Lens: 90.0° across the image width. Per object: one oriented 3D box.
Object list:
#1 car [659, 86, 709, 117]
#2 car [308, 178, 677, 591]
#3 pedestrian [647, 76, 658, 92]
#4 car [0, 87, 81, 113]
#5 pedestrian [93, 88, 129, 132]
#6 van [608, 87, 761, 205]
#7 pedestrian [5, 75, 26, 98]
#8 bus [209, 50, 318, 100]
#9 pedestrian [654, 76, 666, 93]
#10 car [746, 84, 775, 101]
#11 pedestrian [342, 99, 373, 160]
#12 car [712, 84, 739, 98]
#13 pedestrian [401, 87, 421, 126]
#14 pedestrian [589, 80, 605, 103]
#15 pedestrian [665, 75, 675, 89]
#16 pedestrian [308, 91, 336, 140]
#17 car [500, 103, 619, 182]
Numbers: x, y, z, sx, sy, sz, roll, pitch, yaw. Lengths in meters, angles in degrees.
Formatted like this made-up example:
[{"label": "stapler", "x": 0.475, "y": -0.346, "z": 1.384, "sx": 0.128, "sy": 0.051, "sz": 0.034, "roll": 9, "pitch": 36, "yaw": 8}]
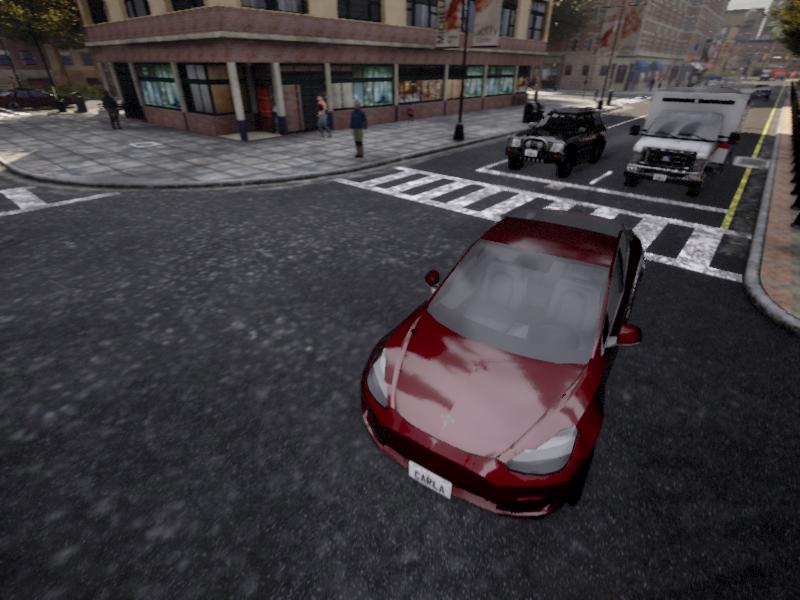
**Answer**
[{"label": "car", "x": 21.133, "y": -14.790, "z": 29.709, "sx": 2.097, "sy": 1.767, "sz": 4.553, "roll": 22, "pitch": 37, "yaw": 32}, {"label": "car", "x": 1.529, "y": -0.002, "z": 4.550, "sx": 2.163, "sy": 1.488, "sz": 4.792, "roll": 18, "pitch": 35, "yaw": 28}, {"label": "pedestrian", "x": 33.261, "y": -28.456, "z": 52.770, "sx": 0.751, "sy": 1.860, "sz": 0.751, "roll": 16, "pitch": 34, "yaw": 25}, {"label": "car", "x": -27.999, "y": -15.228, "z": 30.349, "sx": 2.033, "sy": 1.411, "sz": 5.357, "roll": 21, "pitch": 36, "yaw": 31}, {"label": "pedestrian", "x": -14.140, "y": -9.325, "z": 19.594, "sx": 0.751, "sy": 1.860, "sz": 0.751, "roll": 25, "pitch": 38, "yaw": 35}, {"label": "van", "x": 8.959, "y": -5.082, "z": 12.370, "sx": 2.351, "sy": 2.431, "sz": 6.366, "roll": 23, "pitch": 37, "yaw": 34}, {"label": "pedestrian", "x": -37.194, "y": -20.635, "z": 38.683, "sx": 0.751, "sy": 1.860, "sz": 0.751, "roll": 24, "pitch": 38, "yaw": 34}, {"label": "bus", "x": -14.413, "y": -24.526, "z": 43.549, "sx": 3.944, "sy": 4.253, "sz": 10.273, "roll": 23, "pitch": 37, "yaw": 34}, {"label": "pedestrian", "x": 34.012, "y": -28.194, "z": 52.329, "sx": 0.751, "sy": 1.860, "sz": 0.751, "roll": 23, "pitch": 37, "yaw": 33}, {"label": "car", "x": 39.958, "y": -22.994, "z": 44.265, "sx": 1.812, "sy": 1.442, "sz": 4.674, "roll": 23, "pitch": 37, "yaw": 34}, {"label": "pedestrian", "x": -1.448, "y": -5.949, "z": 13.955, "sx": 0.751, "sy": 1.860, "sz": 0.751, "roll": 11, "pitch": 32, "yaw": 17}, {"label": "car", "x": 39.525, "y": -25.412, "z": 48.531, "sx": 1.895, "sy": 1.301, "sz": 4.718, "roll": 23, "pitch": 37, "yaw": 34}, {"label": "pedestrian", "x": 0.582, "y": -10.615, "z": 21.950, "sx": 0.751, "sy": 1.860, "sz": 0.751, "roll": 25, "pitch": 39, "yaw": 36}, {"label": "pedestrian", "x": 18.125, "y": -19.230, "z": 36.850, "sx": 0.751, "sy": 1.860, "sz": 0.751, "roll": 23, "pitch": 37, "yaw": 34}, {"label": "pedestrian", "x": 42.347, "y": -34.263, "z": 62.785, "sx": 0.751, "sy": 1.860, "sz": 0.751, "roll": 21, "pitch": 36, "yaw": 31}, {"label": "pedestrian", "x": -3.422, "y": -8.136, "z": 17.672, "sx": 0.751, "sy": 1.860, "sz": 0.751, "roll": -25, "pitch": 38, "yaw": -36}, {"label": "car", "x": 5.514, "y": -5.538, "z": 13.660, "sx": 1.932, "sy": 1.855, "sz": 4.605, "roll": 23, "pitch": 37, "yaw": 34}]
